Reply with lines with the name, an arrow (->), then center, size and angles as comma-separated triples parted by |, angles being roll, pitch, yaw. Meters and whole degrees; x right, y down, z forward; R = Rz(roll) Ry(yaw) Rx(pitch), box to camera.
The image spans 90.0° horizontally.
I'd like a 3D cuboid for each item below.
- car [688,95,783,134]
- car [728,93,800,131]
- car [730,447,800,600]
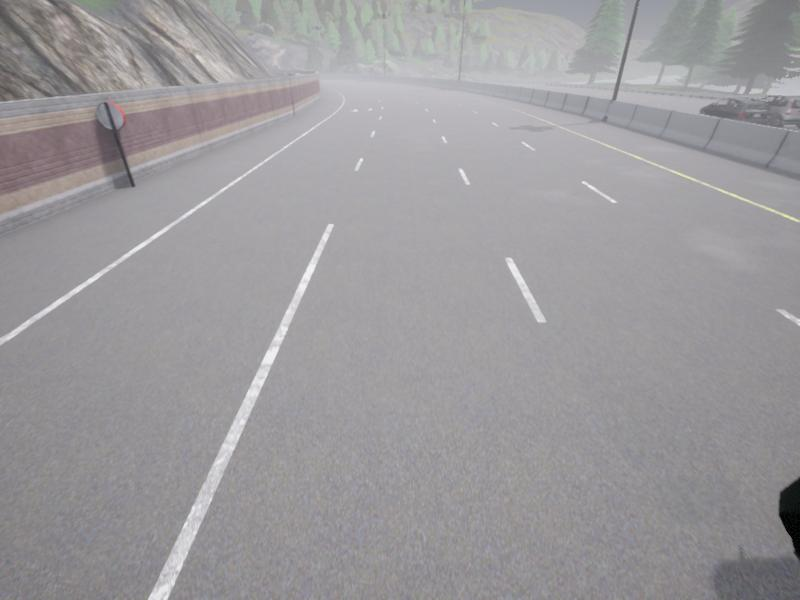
car -> 17.886, -10.049, 21.589 | 1.789, 1.549, 3.705 | 0, 30, 1
car -> 21.402, -10.830, 22.868 | 1.851, 1.617, 3.988 | 0, 30, 0
car -> 3.467, 2.390, 0.622 | 1.895, 1.301, 4.718 | -1, 30, -2
